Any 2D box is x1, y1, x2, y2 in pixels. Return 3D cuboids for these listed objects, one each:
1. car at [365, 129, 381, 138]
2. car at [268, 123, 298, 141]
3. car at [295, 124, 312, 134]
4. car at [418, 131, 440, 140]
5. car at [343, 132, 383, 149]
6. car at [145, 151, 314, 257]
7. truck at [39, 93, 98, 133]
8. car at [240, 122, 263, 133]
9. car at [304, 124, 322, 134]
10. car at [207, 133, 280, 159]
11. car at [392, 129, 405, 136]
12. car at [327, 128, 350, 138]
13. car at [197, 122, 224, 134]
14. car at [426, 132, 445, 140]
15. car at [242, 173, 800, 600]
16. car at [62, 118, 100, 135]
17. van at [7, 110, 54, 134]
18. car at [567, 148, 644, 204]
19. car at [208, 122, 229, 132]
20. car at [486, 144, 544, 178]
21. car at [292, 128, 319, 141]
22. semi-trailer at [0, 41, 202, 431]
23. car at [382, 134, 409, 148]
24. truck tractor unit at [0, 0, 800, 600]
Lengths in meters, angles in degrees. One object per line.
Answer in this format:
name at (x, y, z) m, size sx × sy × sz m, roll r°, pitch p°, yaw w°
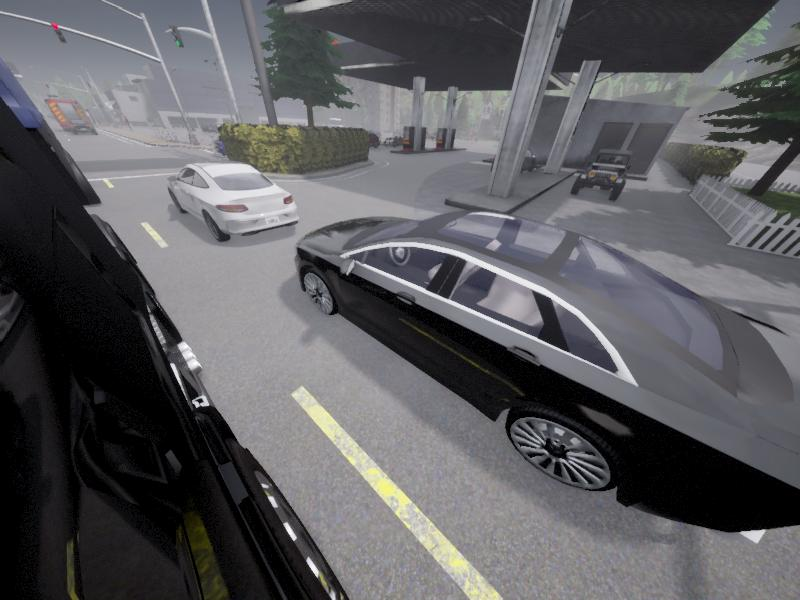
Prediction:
car at (-6.298, -38.805, 53.866) m, size 3.633 × 1.501 × 1.845 m, roll 28°, pitch 43°, yaw 29°
car at (-17.224, -24.735, 33.974) m, size 3.866 × 1.878 × 1.905 m, roll 28°, pitch 43°, yaw 29°
car at (-24.400, -43.473, 58.560) m, size 3.866 × 1.878 × 1.905 m, roll 28°, pitch 43°, yaw 29°
car at (7.159, -40.922, 57.559) m, size 5.027 × 1.636 × 2.152 m, roll 28°, pitch 43°, yaw 29°
car at (-4.673, -20.675, 29.934) m, size 2.033 × 1.649 × 4.856 m, roll 28°, pitch 44°, yaw 30°
car at (-4.554, -2.835, 6.096) m, size 4.674 × 1.442 × 1.812 m, roll 28°, pitch 43°, yaw 29°
truck at (-45.903, -25.781, 32.011) m, size 8.468 × 3.827 × 2.891 m, roll 28°, pitch 44°, yaw 30°
car at (-32.560, -37.755, 50.535) m, size 5.027 × 1.636 × 2.152 m, roll 28°, pitch 43°, yaw 29°
car at (-22.865, -44.909, 60.609) m, size 4.605 × 1.855 × 1.932 m, roll 28°, pitch 43°, yaw 29°
car at (-12.177, -12.210, 18.266) m, size 1.816 × 1.474 × 4.193 m, roll 28°, pitch 43°, yaw 30°
car at (-0.501, -60.986, 83.852) m, size 4.605 × 1.855 × 1.932 m, roll 27°, pitch 43°, yaw 29°
car at (-12.701, -34.421, 47.570) m, size 4.514 × 1.523 × 2.007 m, roll 28°, pitch 43°, yaw 29°
car at (-33.320, -30.193, 40.624) m, size 4.514 × 1.523 × 2.007 m, roll 28°, pitch 43°, yaw 29°
car at (9.118, -42.323, 59.569) m, size 4.514 × 1.523 × 2.007 m, roll 28°, pitch 43°, yaw 29°
car at (0.630, -0.192, 2.676) m, size 4.902 × 1.511 × 2.128 m, roll 28°, pitch 44°, yaw 30°
car at (-39.105, -21.235, 28.278) m, size 4.974 × 1.542 × 2.038 m, roll 28°, pitch 44°, yaw 30°
van at (-42.532, -20.528, 26.694) m, size 4.480 × 2.038 × 2.069 m, roll 28°, pitch 44°, yaw 30°
car at (10.171, -6.303, 11.462) m, size 1.905 × 1.878 × 3.866 m, roll 28°, pitch 43°, yaw 29°
car at (-36.406, -34.723, 46.374) m, size 3.806 × 1.475 × 1.970 m, roll 28°, pitch 43°, yaw 29°
car at (8.574, -10.383, 17.093) m, size 2.242 × 1.667 × 4.611 m, roll 28°, pitch 43°, yaw 29°
car at (-14.645, -25.730, 35.940) m, size 3.806 × 1.475 × 1.970 m, roll 28°, pitch 43°, yaw 29°
semi-trailer at (-8.713, -3.597, 4.211) m, size 14.254 × 4.402 × 2.717 m, roll 28°, pitch 44°, yaw 30°
car at (-0.617, -23.395, 33.951) m, size 1.970 × 1.475 × 3.806 m, roll 28°, pitch 44°, yaw 30°
truck tractor unit at (-2.645, -0.295, 0.352) m, size 6.516 × 4.208 × 3.053 m, roll 28°, pitch 44°, yaw 30°
